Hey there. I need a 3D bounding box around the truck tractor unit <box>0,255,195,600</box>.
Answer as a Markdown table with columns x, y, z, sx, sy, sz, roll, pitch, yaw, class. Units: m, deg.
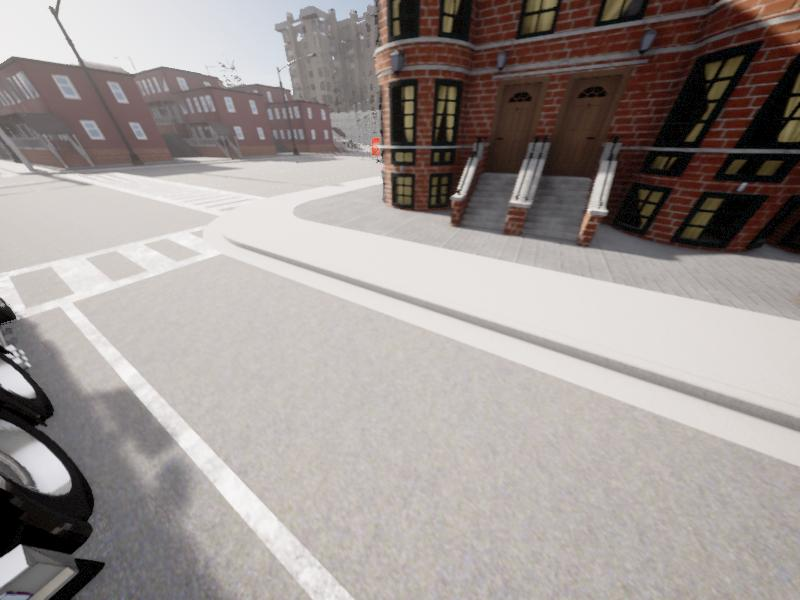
| x | y | z | sx | sy | sz | roll | pitch | yaw | class |
| --- | --- | --- | --- | --- | --- | --- | --- | --- | --- |
| -5.097 | -0.315 | 0.805 | 6.516 | 4.208 | 3.053 | 19 | 39 | 25 | truck tractor unit |
